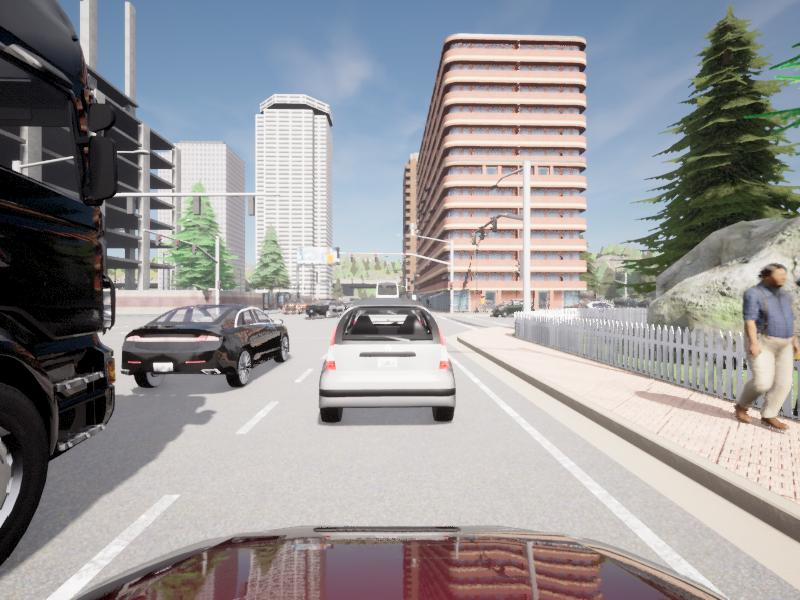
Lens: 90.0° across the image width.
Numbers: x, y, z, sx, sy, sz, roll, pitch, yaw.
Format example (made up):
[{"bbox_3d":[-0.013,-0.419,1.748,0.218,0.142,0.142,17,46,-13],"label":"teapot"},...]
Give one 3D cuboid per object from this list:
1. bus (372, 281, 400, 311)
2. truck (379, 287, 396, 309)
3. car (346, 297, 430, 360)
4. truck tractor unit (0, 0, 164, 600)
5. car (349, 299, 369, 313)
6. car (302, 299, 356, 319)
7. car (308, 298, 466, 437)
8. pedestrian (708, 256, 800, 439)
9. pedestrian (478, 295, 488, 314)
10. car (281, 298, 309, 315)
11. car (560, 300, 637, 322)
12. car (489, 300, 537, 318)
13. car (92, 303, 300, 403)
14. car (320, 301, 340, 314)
[{"bbox_3d":[-2.067,-0.533,61.354,3.944,4.253,10.273,0,0,-2],"label":"bus"},{"bbox_3d":[-2.345,-0.325,74.066,2.891,3.827,8.468,0,0,-2],"label":"truck"},{"bbox_3d":[-0.383,0.756,12.936,2.242,1.667,4.611,0,0,-2],"label":"car"},{"bbox_3d":[-3.403,-0.516,0.105,3.053,4.208,6.516,0,0,-3],"label":"truck tractor unit"},{"bbox_3d":[-5.143,0.756,51.295,2.242,1.667,4.611,0,0,-2],"label":"car"},{"bbox_3d":[-6.128,0.750,35.241,1.930,1.638,5.238,0,-1,27],"label":"car"},{"bbox_3d":[-0.207,0.788,6.686,1.851,1.617,3.988,0,0,-2],"label":"car"},{"bbox_3d":[4.102,0.485,4.457,0.751,1.860,0.751,0,0,-2],"label":"pedestrian"},{"bbox_3d":[8.469,0.429,40.742,0.751,1.860,0.751,0,0,-34],"label":"pedestrian"},{"bbox_3d":[-11.956,0.694,45.747,2.097,1.767,4.553,0,0,-2],"label":"car"},{"bbox_3d":[14.570,0.768,29.404,4.974,1.542,2.038,0,-1,-15],"label":"car"},{"bbox_3d":[10.037,0.759,35.522,3.705,1.549,1.789,0,0,-14],"label":"car"},{"bbox_3d":[-3.774,0.836,8.674,2.128,1.511,4.902,0,0,-2],"label":"car"},{"bbox_3d":[-8.566,0.844,49.348,1.837,1.490,4.892,0,0,-2],"label":"car"}]
